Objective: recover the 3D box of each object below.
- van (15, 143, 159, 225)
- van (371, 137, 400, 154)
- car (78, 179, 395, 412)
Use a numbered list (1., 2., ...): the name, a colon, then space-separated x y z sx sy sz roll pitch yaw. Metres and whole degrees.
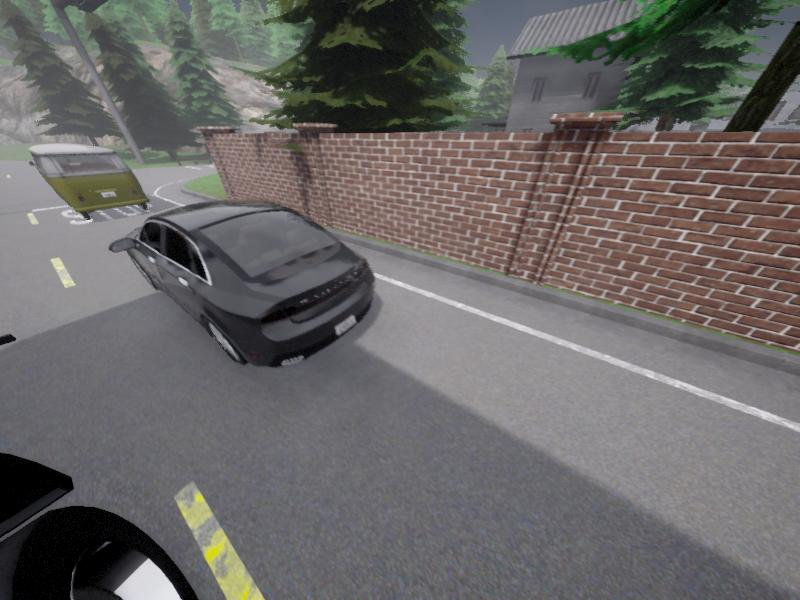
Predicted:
1. van: -11.030 -4.287 8.173 4.442 1.987 1.775 22 41 27
2. van: -2.129 -23.651 35.342 2.069 2.038 4.480 21 40 27
3. car: -2.612 -0.728 3.623 4.892 1.490 1.837 22 41 27
